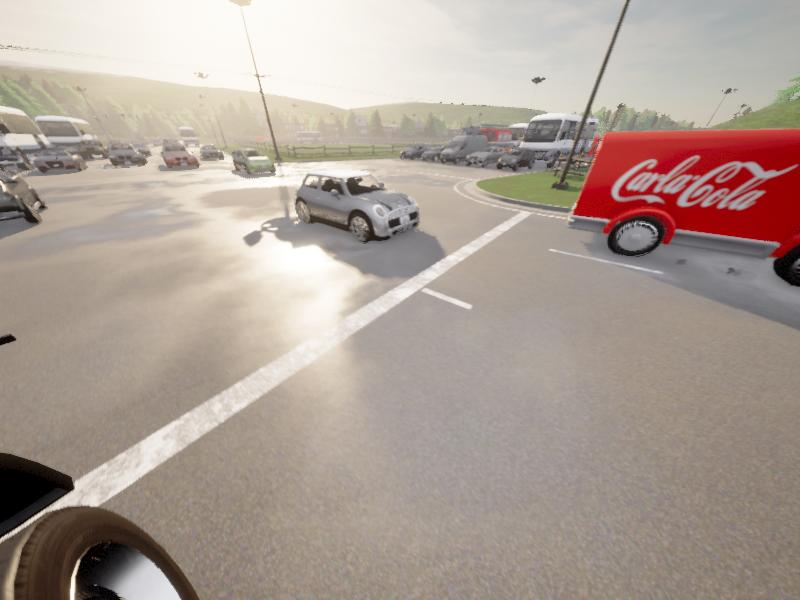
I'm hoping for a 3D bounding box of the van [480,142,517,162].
[{"bbox_3d":[12.422,-18.744,29.131,4.442,1.987,1.775,-24,42,-31],"label":"van"}]

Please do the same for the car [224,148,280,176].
[{"bbox_3d":[-11.376,-10.669,17.686,4.514,1.525,2.007,30,44,35],"label":"car"}]

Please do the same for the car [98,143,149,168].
[{"bbox_3d":[-25.414,-13.517,21.436,2.242,1.667,4.611,-26,43,-32],"label":"car"}]

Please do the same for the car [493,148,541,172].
[{"bbox_3d":[10.447,-12.543,20.584,3.988,1.617,1.851,-24,42,-31],"label":"car"}]

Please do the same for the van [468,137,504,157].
[{"bbox_3d":[13.944,-24.816,37.338,5.915,2.561,1.988,-24,42,-31],"label":"van"}]

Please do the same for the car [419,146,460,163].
[{"bbox_3d":[4.797,-17.654,27.901,4.892,1.490,1.837,-24,42,-31],"label":"car"}]

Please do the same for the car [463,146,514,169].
[{"bbox_3d":[8.895,-14.416,23.223,5.027,1.651,2.152,-24,42,-31],"label":"car"}]

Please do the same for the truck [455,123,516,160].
[{"bbox_3d":[11.844,-21.810,31.897,8.468,3.827,2.891,-24,42,-31],"label":"truck"}]

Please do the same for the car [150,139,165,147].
[{"bbox_3d":[-62.093,-40.328,59.246,2.033,1.649,4.856,-24,42,-31],"label":"car"}]

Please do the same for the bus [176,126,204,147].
[{"bbox_3d":[-57.419,-44.582,63.095,3.944,4.253,10.273,-24,42,-31],"label":"bus"}]

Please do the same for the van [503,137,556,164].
[{"bbox_3d":[15.307,-17.661,27.239,6.366,2.431,2.351,-24,42,-31],"label":"van"}]

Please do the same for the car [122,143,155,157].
[{"bbox_3d":[-34.803,-20.139,30.926,2.163,1.488,4.792,-24,42,-31],"label":"car"}]

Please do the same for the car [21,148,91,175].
[{"bbox_3d":[-25.678,-10.541,17.449,1.994,1.385,4.181,-27,44,-34],"label":"car"}]

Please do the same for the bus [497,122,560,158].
[{"bbox_3d":[21.038,-26.071,37.730,10.273,4.253,3.944,-25,42,-31],"label":"bus"}]

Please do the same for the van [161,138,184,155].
[{"bbox_3d":[-33.934,-22.960,34.523,1.775,1.987,4.442,-24,42,-31],"label":"van"}]

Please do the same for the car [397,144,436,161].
[{"bbox_3d":[2.170,-19.106,29.785,4.611,1.667,2.242,-25,42,-31],"label":"car"}]

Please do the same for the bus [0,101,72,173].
[{"bbox_3d":[-31.954,-12.927,18.263,3.944,4.253,10.273,-25,42,-32],"label":"bus"}]

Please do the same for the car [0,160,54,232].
[{"bbox_3d":[-12.722,-3.214,7.009,3.705,1.549,1.789,27,43,33],"label":"car"}]

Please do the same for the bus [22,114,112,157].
[{"bbox_3d":[-45.888,-23.064,32.540,3.944,4.253,10.273,-24,42,-31],"label":"bus"}]

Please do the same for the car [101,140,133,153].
[{"bbox_3d":[-45.244,-24.666,37.084,2.242,1.667,4.611,-24,42,-31],"label":"car"}]

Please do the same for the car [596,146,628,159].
[{"bbox_3d":[32.116,-22.351,34.957,4.902,1.511,2.128,-24,42,-31],"label":"car"}]

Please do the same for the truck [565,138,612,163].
[{"bbox_3d":[23.852,-18.993,29.218,5.204,2.467,2.627,-25,42,-31],"label":"truck"}]

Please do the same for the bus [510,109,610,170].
[{"bbox_3d":[16.419,-16.244,23.643,10.273,4.253,3.944,-24,42,-31],"label":"bus"}]

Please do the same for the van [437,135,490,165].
[{"bbox_3d":[7.015,-16.513,25.392,5.915,2.561,1.988,-24,42,-31],"label":"van"}]

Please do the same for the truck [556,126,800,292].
[{"bbox_3d":[7.020,-2.212,5.047,5.204,2.467,2.627,22,41,28],"label":"truck"}]

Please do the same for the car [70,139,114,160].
[{"bbox_3d":[-35.084,-17.266,26.464,1.905,1.878,3.866,-24,42,-31],"label":"car"}]

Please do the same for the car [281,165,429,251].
[{"bbox_3d":[-1.355,-2.928,6.815,3.806,1.475,1.970,24,41,30],"label":"car"}]

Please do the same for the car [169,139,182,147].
[{"bbox_3d":[-58.979,-41.267,60.670,1.801,1.575,5.366,-24,42,-31],"label":"car"}]

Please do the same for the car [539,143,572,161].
[{"bbox_3d":[20.982,-20.022,31.153,3.866,1.878,1.905,-24,42,-31],"label":"car"}]

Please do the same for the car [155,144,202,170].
[{"bbox_3d":[-19.564,-12.720,20.380,2.242,1.667,4.611,-27,44,-34],"label":"car"}]

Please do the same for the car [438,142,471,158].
[{"bbox_3d":[7.955,-21.822,33.557,4.605,1.855,1.932,-24,42,-31],"label":"car"}]

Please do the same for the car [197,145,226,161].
[{"bbox_3d":[-22.670,-17.719,27.734,1.994,1.385,4.181,-25,42,-32],"label":"car"}]

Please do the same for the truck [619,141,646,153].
[{"bbox_3d":[51.938,-34.177,51.587,6.274,2.098,2.390,-24,42,-31],"label":"truck"}]
